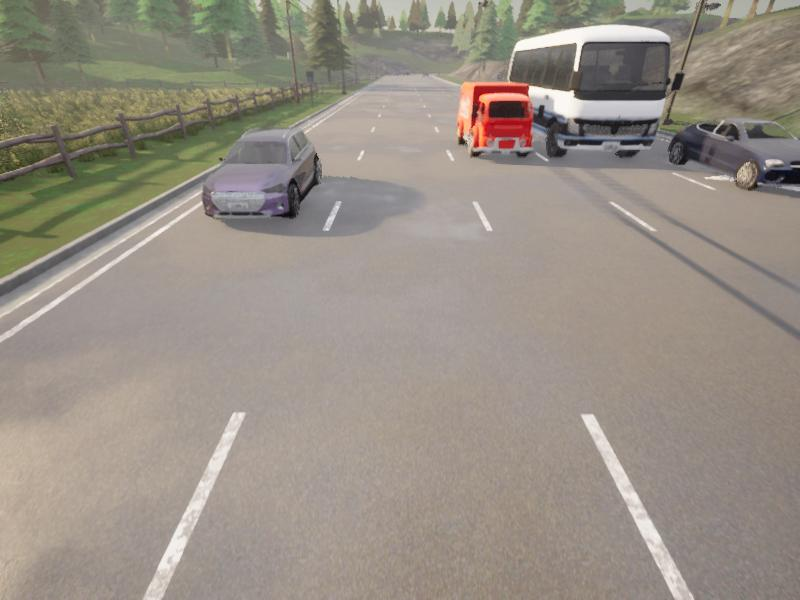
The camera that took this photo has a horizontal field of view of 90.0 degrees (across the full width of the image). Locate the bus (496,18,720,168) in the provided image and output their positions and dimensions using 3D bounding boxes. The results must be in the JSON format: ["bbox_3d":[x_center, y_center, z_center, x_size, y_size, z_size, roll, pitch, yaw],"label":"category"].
[{"bbox_3d":[7.361,-8.982,17.146,3.944,4.253,10.273,0,30,0],"label":"bus"}]

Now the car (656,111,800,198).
[{"bbox_3d":[10.699,-4.716,12.459,2.152,1.651,5.027,0,30,0],"label":"car"}]

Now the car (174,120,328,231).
[{"bbox_3d":[-3.319,-3.403,10.200,2.033,1.649,4.856,0,30,0],"label":"car"}]

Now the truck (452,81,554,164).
[{"bbox_3d":[3.727,-7.212,15.884,2.627,2.467,5.204,0,30,0],"label":"truck"}]
